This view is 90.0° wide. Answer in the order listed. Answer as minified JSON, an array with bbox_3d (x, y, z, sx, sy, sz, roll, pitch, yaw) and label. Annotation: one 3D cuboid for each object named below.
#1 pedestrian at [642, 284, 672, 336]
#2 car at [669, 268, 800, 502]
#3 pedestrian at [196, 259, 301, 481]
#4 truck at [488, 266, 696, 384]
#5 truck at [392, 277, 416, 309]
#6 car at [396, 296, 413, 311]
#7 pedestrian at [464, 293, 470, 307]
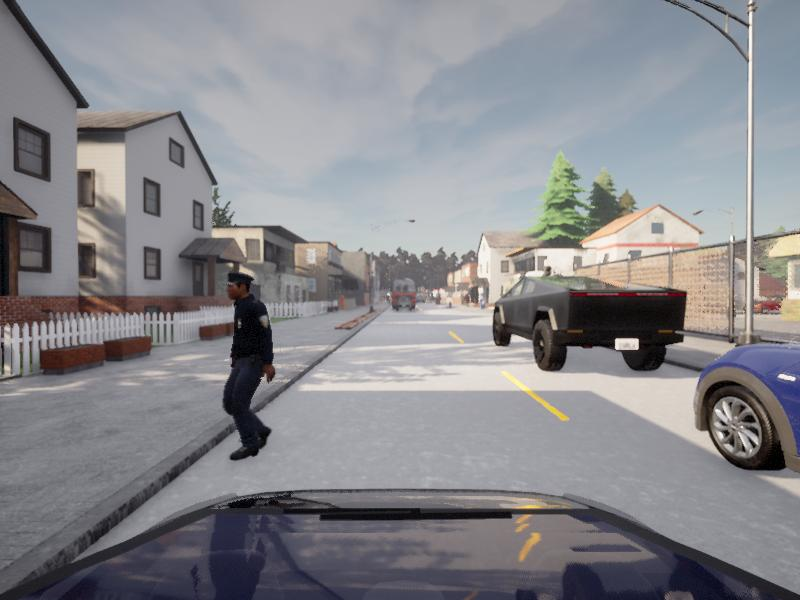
[{"bbox_3d":[9.499,0.359,14.817,0.751,1.860,0.751,0,1,18],"label":"pedestrian"},{"bbox_3d":[4.056,0.646,2.218,2.097,1.767,4.553,0,1,1],"label":"car"},{"bbox_3d":[-1.473,0.581,3.866,0.751,1.860,0.751,-1,1,-38],"label":"pedestrian"},{"bbox_3d":[4.120,0.418,10.288,2.390,2.098,6.274,0,1,1],"label":"truck"},{"bbox_3d":[0.494,-0.831,51.986,2.891,3.827,8.468,0,0,1],"label":"truck"},{"bbox_3d":[0.436,0.382,43.720,1.789,1.549,3.705,0,0,0],"label":"car"},{"bbox_3d":[8.692,0.005,51.941,0.751,1.860,0.751,0,1,-1],"label":"pedestrian"}]
